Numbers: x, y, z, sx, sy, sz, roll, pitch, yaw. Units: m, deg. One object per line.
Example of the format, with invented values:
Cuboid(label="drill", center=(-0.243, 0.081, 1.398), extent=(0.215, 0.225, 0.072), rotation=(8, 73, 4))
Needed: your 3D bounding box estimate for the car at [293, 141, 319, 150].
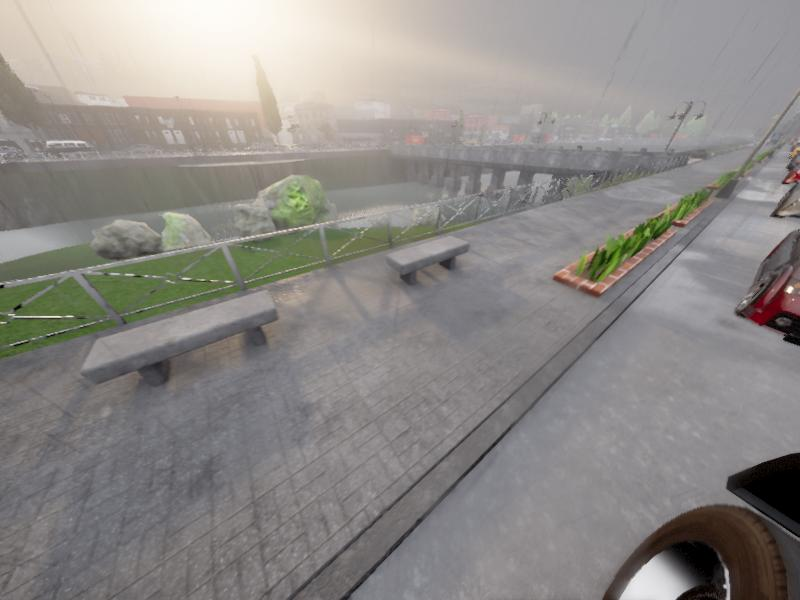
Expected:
Cuboid(label="car", center=(-21.377, -35.272, 52.664), extent=(4.856, 1.649, 2.033), rotation=(-22, 41, -28))

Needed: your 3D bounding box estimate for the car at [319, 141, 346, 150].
Cuboid(label="car", center=(-15.265, -35.007, 52.224), extent=(5.238, 1.638, 1.930), rotation=(-23, 41, -28))

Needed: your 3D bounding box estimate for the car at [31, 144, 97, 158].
Cuboid(label="car", center=(-51.079, -22.871, 35.323), extent=(5.238, 1.638, 1.930), rotation=(-23, 41, -28))

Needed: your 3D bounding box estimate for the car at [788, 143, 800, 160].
Cuboid(label="car", center=(46.331, -16.927, 26.175), extent=(5.008, 1.535, 1.882), rotation=(-23, 41, -28))

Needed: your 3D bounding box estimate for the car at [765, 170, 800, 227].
Cuboid(label="car", center=(14.005, -3.408, 7.294), extent=(4.514, 1.525, 2.007), rotation=(-23, 41, -28))

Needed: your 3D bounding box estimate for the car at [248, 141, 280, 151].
Cuboid(label="car", center=(-28.514, -32.288, 48.481), extent=(5.238, 1.638, 1.930), rotation=(-23, 41, -28))

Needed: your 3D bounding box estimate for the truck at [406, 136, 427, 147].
Cuboid(label="truck", center=(4.462, -43.595, 63.508), extent=(5.204, 2.467, 2.627), rotation=(-23, 41, -28))

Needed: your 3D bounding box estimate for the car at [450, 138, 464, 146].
Cuboid(label="car", center=(17.473, -48.787, 71.281), extent=(3.866, 1.878, 1.905), rotation=(-23, 41, -28))

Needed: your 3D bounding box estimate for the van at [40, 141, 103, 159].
Cuboid(label="van", center=(-47.247, -21.799, 33.424), extent=(4.480, 2.038, 2.069), rotation=(-23, 41, -28))

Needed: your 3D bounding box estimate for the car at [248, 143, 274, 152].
Cuboid(label="car", center=(-27.168, -29.965, 45.319), extent=(3.806, 1.475, 1.970), rotation=(-23, 41, -28))

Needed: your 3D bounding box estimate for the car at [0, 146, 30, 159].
Cuboid(label="car", center=(-56.112, -20.695, 32.424), extent=(3.806, 1.475, 1.970), rotation=(-23, 41, -28))

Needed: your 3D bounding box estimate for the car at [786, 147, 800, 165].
Cuboid(label="car", center=(37.602, -13.278, 21.080), extent=(3.633, 1.501, 1.845), rotation=(-23, 41, -28))

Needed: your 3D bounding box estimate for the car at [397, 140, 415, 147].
Cuboid(label="car", center=(1.802, -44.939, 66.247), extent=(5.008, 1.535, 1.882), rotation=(-23, 41, -28))

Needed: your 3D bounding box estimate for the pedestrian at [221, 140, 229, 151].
Cuboid(label="pedestrian", center=(-35.519, -31.387, 46.848), extent=(0.751, 1.860, 0.751), rotation=(-20, 40, -25))

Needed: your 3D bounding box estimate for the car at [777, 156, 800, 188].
Cuboid(label="car", center=(22.656, -7.019, 12.339), extent=(4.514, 1.525, 2.007), rotation=(-22, 41, -28))

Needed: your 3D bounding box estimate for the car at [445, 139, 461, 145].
Cuboid(label="car", center=(17.203, -51.420, 75.214), extent=(5.238, 1.638, 1.930), rotation=(-23, 41, -28))

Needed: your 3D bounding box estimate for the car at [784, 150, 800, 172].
Cuboid(label="car", center=(31.459, -10.704, 17.533), extent=(4.193, 1.474, 1.816), rotation=(-23, 41, -29))

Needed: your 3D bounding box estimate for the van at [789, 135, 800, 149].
Cuboid(label="van", center=(77.264, -30.221, 43.976), extent=(6.366, 2.431, 2.351), rotation=(-23, 41, -28))

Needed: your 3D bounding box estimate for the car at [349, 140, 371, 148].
Cuboid(label="car", center=(-10.278, -39.910, 59.176), extent=(4.974, 1.542, 2.038), rotation=(-23, 41, -28))

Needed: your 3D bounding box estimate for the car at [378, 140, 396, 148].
Cuboid(label="car", center=(-3.314, -39.987, 59.211), extent=(3.988, 1.617, 1.851), rotation=(-23, 41, -28))

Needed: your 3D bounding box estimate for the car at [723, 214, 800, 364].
Cuboid(label="car", center=(6.753, -0.303, 3.092), extent=(4.181, 1.385, 1.994), rotation=(-22, 41, -28))

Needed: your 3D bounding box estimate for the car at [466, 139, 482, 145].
Cuboid(label="car", center=(23.966, -51.369, 75.170), extent=(5.366, 1.575, 1.801), rotation=(-23, 41, -28))

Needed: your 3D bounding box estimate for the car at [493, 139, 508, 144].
Cuboid(label="car", center=(35.581, -56.244, 81.940), extent=(4.974, 1.542, 2.038), rotation=(-23, 41, -28))

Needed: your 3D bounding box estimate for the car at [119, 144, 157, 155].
Cuboid(label="car", center=(-44.401, -25.592, 39.267), extent=(3.806, 1.475, 1.970), rotation=(-23, 41, -28))
